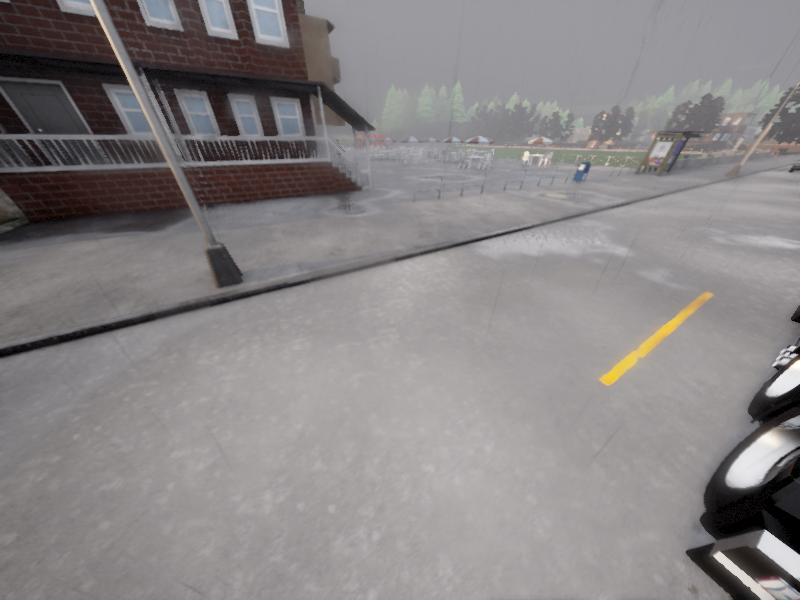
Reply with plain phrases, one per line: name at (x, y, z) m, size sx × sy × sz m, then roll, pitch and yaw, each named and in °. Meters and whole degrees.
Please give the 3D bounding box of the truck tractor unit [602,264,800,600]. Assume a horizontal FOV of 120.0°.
truck tractor unit at (5.109, -0.303, 0.781) m, size 6.516 × 4.208 × 3.053 m, roll -18°, pitch 39°, yaw -24°

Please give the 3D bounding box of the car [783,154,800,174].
car at (36.343, -11.917, 20.177) m, size 5.357 × 1.411 × 2.033 m, roll -18°, pitch 39°, yaw -24°
